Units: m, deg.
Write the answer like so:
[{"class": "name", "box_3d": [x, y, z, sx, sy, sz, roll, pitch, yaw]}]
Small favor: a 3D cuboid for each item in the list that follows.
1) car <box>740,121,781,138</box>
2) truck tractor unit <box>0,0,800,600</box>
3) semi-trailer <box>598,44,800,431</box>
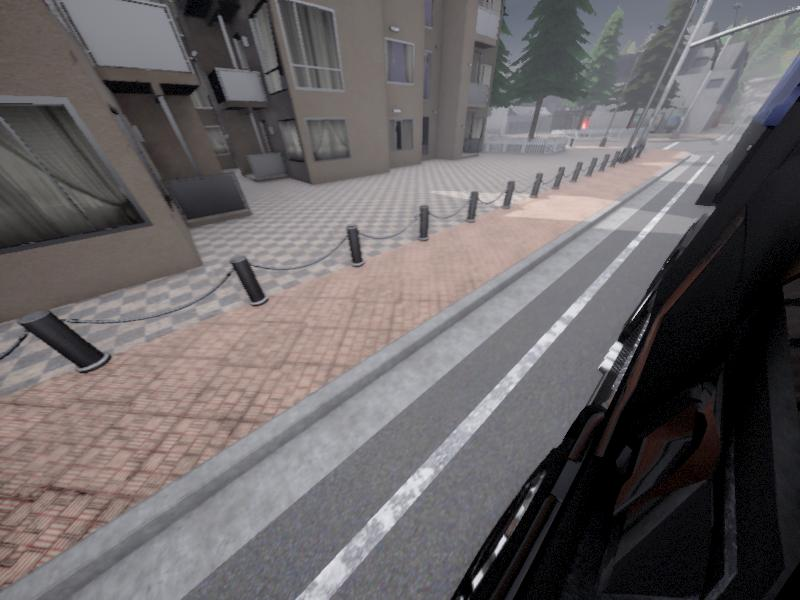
[{"class": "car", "box_3d": [41.476, -19.694, 26.638, 4.181, 1.385, 1.994, -28, 44, -30]}, {"class": "truck tractor unit", "box_3d": [2.645, -0.295, 0.352, 6.516, 4.208, 3.053, -28, 44, -30]}, {"class": "semi-trailer", "box_3d": [8.700, -3.581, 4.260, 14.254, 4.402, 2.717, -28, 44, -30]}]
